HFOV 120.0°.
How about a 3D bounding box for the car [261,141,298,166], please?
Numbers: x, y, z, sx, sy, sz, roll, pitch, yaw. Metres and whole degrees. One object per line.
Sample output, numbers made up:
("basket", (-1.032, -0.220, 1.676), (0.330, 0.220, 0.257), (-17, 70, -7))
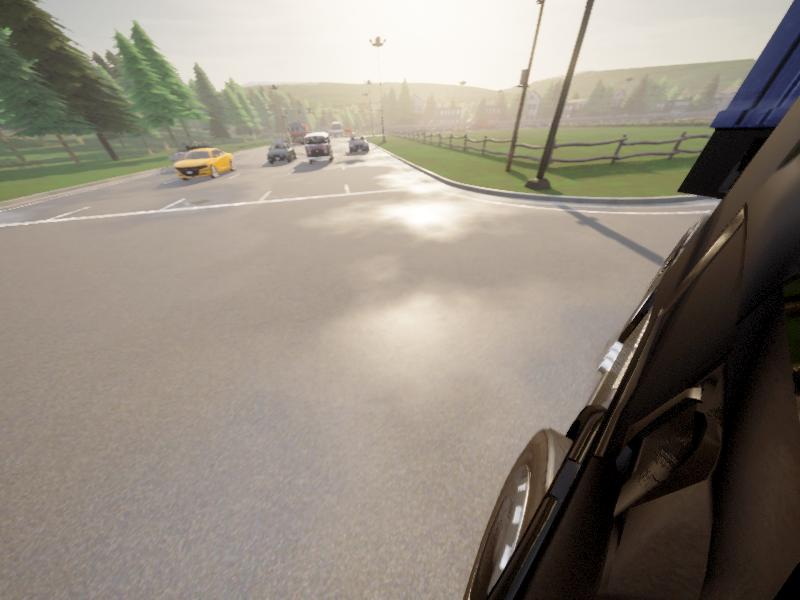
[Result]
("car", (-10.478, -13.037, 20.417), (1.816, 1.474, 4.193), (-8, 37, -8))

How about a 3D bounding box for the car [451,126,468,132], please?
("car", (20.345, -58.845, 79.467), (5.366, 1.575, 1.801), (-9, 37, -8))

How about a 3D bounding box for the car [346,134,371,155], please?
("car", (-4.707, -17.438, 25.758), (2.242, 1.667, 4.611), (-8, 37, -8))

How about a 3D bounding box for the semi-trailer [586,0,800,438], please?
("semi-trailer", (9.637, -2.707, 2.969), (14.254, 4.402, 2.717), (-16, 39, -17))

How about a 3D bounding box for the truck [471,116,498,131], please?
("truck", (30.287, -63.422, 83.045), (8.468, 3.827, 2.891), (-9, 37, -8))

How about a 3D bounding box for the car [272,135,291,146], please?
("car", (-24.122, -32.650, 47.249), (2.152, 1.651, 5.027), (-8, 37, -8))

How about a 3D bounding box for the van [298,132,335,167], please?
("van", (-6.628, -12.476, 18.959), (2.069, 2.038, 4.480), (-8, 37, -8))

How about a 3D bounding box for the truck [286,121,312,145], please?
("truck", (-21.215, -35.492, 49.022), (2.891, 3.827, 8.468), (-8, 37, -7))

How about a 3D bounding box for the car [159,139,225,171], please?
("car", (-17.446, -12.476, 19.760), (1.932, 1.855, 4.605), (-8, 37, -8))

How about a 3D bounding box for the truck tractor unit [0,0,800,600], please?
("truck tractor unit", (2.645, -0.295, 0.351), (6.516, 4.208, 3.053), (-28, 44, -30))

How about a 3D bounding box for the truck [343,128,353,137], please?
("truck", (-17.493, -56.444, 77.819), (2.627, 2.467, 5.204), (-8, 37, -8))

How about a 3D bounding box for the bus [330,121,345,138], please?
("bus", (-21.807, -59.600, 80.796), (3.944, 4.253, 10.273), (-8, 37, -8))

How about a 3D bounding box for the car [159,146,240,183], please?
("car", (-12.730, -9.061, 15.209), (1.882, 1.535, 5.008), (-9, 37, -8))

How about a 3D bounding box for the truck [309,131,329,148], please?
("truck", (-13.757, -27.352, 39.161), (2.390, 2.098, 6.274), (-14, 38, -15))
